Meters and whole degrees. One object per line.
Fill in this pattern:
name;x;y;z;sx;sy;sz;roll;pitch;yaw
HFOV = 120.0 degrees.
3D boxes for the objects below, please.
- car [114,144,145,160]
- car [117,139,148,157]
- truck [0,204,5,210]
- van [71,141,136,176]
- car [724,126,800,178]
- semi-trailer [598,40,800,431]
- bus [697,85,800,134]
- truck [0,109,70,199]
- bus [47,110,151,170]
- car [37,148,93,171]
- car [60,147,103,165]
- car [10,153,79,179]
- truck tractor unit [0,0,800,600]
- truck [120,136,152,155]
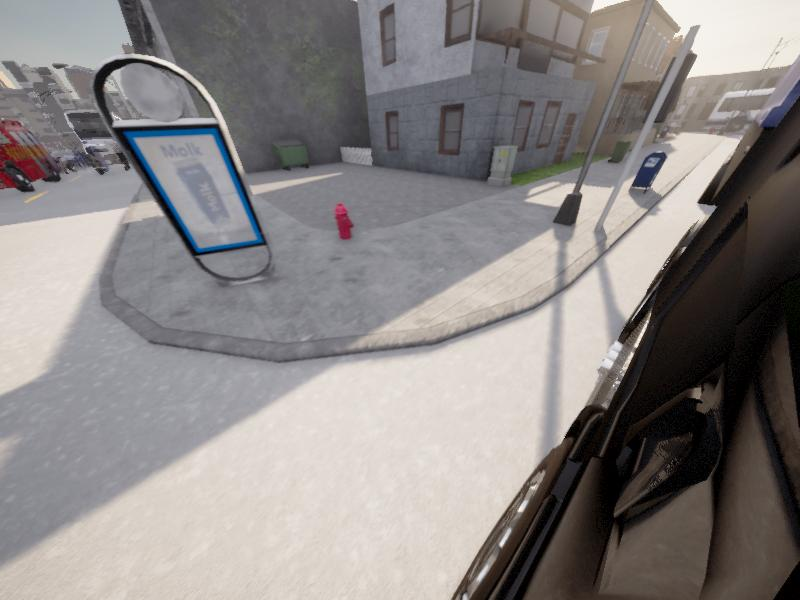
car;-36.066;-19.868;30.939;2.007;1.525;4.514;-28;44;-30
car;-40.739;-23.299;35.352;2.150;2.045;5.566;-28;44;-30
truck;-16.616;-3.289;6.945;2.627;2.467;5.204;-26;42;-28
van;-23.846;-11.659;18.858;2.069;2.038;4.480;-28;44;-30
car;16.851;-6.762;10.381;4.514;1.525;2.007;-28;44;-30
semi-trailer;8.705;-3.597;4.228;14.254;4.402;2.717;-28;44;-30
bus;45.079;-22.802;27.843;3.944;4.253;10.273;-28;43;-30
truck;-23.145;-8.179;12.691;2.891;3.827;8.468;-27;43;-29
bus;-29.832;-16.520;23.842;3.944;4.253;10.273;-28;44;-30
car;-32.994;-14.023;22.962;1.882;1.535;5.008;-28;44;-30
car;-37.514;-17.111;27.377;1.837;1.490;4.892;-28;44;-30
car;-28.794;-11.066;18.916;1.994;1.385;4.181;-29;44;-31
truck tractor unit;2.645;-0.295;0.351;6.516;4.208;3.053;-28;44;-30
truck;-45.472;-26.805;39.947;2.627;2.467;5.204;-29;44;-31
